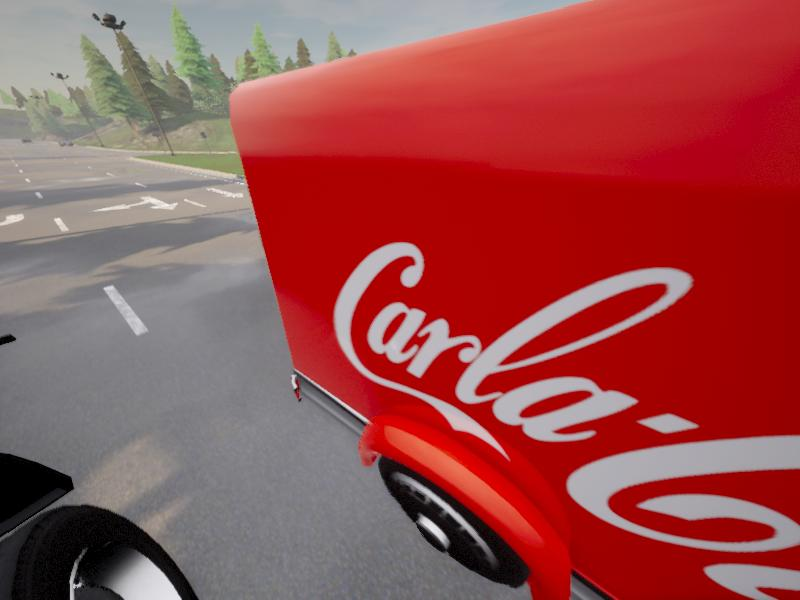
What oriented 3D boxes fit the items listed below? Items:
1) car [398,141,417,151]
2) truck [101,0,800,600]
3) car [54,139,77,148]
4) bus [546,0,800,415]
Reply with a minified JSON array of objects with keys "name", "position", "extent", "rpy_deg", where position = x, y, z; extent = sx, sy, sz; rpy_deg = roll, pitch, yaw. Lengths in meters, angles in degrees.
[{"name":"car","position":[1.716,-35.209,52.681],"extent":[2.152,1.651,5.027],"rpy_deg":[19,39,24]},{"name":"truck","position":[1.911,0.454,1.134],"extent":[5.204,2.467,2.627],"rpy_deg":[22,41,28]},{"name":"car","position":[-77.383,-36.279,53.451],"extent":[4.902,1.511,2.128],"rpy_deg":[22,41,28]},{"name":"bus","position":[7.474,-0.557,1.074],"extent":[10.273,4.253,3.944],"rpy_deg":[22,41,28]}]
